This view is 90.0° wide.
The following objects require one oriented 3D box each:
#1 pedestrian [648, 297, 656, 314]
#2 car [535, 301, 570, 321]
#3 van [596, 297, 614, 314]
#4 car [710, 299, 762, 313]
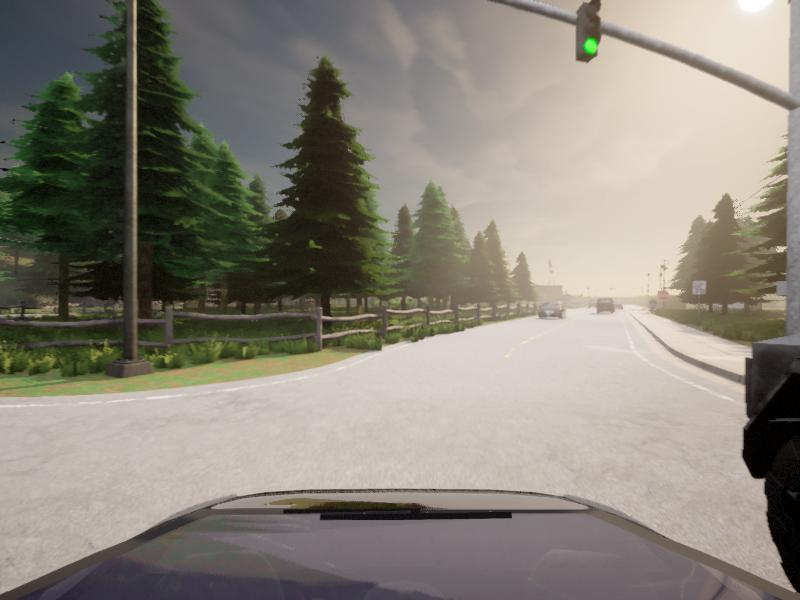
[{"bbox_3d":[28.697,0.587,45.488,0.751,1.860,0.751,0,0,33],"label":"pedestrian"},{"bbox_3d":[13.040,0.861,34.074,2.128,1.511,4.902,0,0,28],"label":"car"},{"bbox_3d":[24.931,0.674,48.484,1.775,1.987,4.442,0,0,29],"label":"van"},{"bbox_3d":[49.497,0.817,59.160,5.566,2.045,2.150,0,0,27],"label":"car"}]
